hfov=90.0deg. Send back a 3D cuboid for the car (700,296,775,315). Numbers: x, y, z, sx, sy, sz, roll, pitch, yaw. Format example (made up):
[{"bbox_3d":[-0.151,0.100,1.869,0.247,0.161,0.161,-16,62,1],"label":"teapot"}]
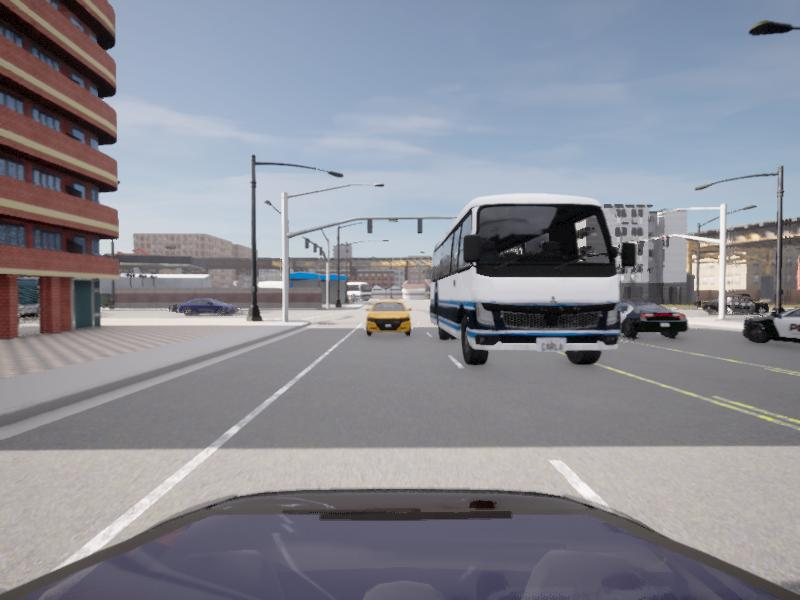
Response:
[{"bbox_3d":[30.326,0.497,36.078,5.238,1.638,1.930,0,1,-3],"label":"car"}]

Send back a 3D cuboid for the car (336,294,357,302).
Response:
[{"bbox_3d":[-11.589,-0.446,86.738,1.801,1.575,5.366,-1,1,-42],"label":"car"}]

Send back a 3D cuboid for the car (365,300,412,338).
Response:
[{"bbox_3d":[-0.510,0.749,18.451,1.882,1.535,5.008,0,0,-1],"label":"car"}]

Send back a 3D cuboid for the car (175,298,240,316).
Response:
[{"bbox_3d":[-16.410,0.616,34.259,4.674,1.442,1.812,0,1,-4],"label":"car"}]

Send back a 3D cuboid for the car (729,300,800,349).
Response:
[{"bbox_3d":[13.717,0.794,12.876,2.038,1.542,4.974,0,0,-2],"label":"car"}]

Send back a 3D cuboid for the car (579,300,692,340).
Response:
[{"bbox_3d":[10.115,0.759,17.775,2.038,1.542,4.974,0,0,-1],"label":"car"}]

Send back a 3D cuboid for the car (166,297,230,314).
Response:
[{"bbox_3d":[-19.047,0.501,37.887,4.974,1.542,2.038,0,1,-3],"label":"car"}]

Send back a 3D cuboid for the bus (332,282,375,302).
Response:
[{"bbox_3d":[-10.668,-1.885,90.857,10.273,4.253,3.944,1,2,44],"label":"bus"}]

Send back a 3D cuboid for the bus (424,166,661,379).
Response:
[{"bbox_3d":[3.181,-0.569,13.168,3.944,4.253,10.273,0,0,-1],"label":"bus"}]
